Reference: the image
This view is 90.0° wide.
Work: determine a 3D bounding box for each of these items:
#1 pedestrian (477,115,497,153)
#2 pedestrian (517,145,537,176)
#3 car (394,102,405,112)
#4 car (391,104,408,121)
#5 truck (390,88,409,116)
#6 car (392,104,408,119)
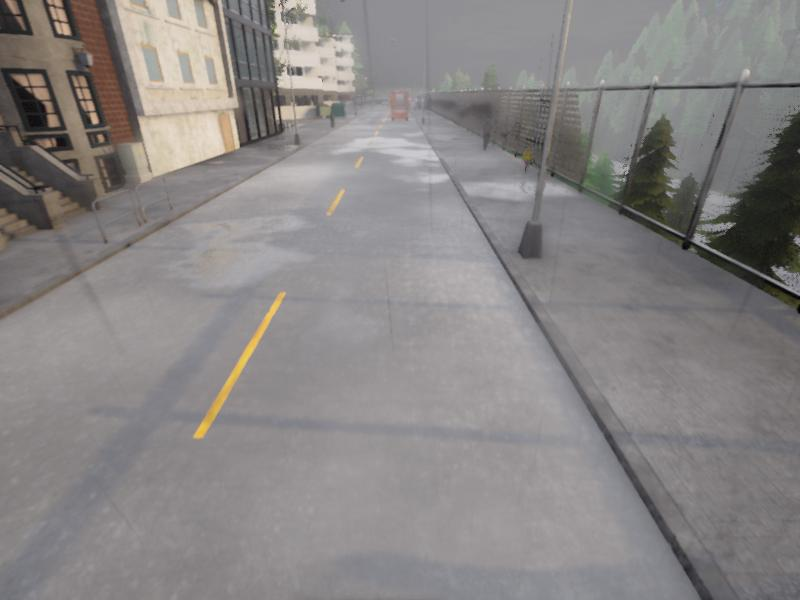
[{"bbox_3d":[4.757,-9.113,21.972,0.751,1.860,0.751,1,27,2],"label":"pedestrian"},{"bbox_3d":[5.022,-5.542,15.874,0.500,1.100,0.500,1,27,2],"label":"pedestrian"},{"bbox_3d":[-0.034,-36.043,74.725,2.033,1.649,4.856,0,27,0],"label":"car"},{"bbox_3d":[-0.024,-23.775,50.767,2.097,1.767,4.553,0,27,0],"label":"car"},{"bbox_3d":[-0.025,-32.383,65.239,2.891,3.827,8.468,0,27,0],"label":"truck"},{"bbox_3d":[-0.030,-26.966,57.145,2.152,1.651,5.027,0,27,0],"label":"car"}]
